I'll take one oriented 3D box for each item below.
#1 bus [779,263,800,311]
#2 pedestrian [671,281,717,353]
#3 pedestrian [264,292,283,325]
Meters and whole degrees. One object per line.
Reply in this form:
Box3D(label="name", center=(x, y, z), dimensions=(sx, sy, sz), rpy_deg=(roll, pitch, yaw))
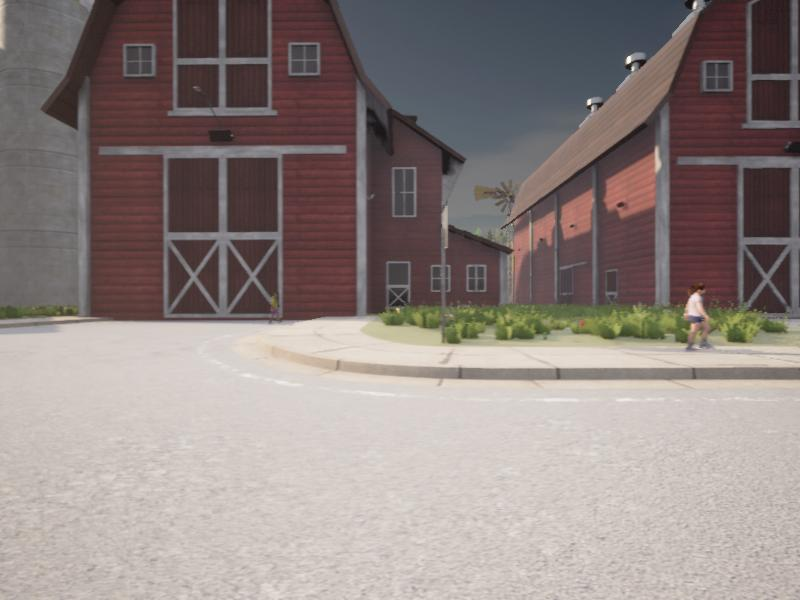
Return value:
Box3D(label="bus", center=(36.740, -1.204, 31.587), dimensions=(3.944, 4.253, 10.273), rpy_deg=(0, -1, 1))
Box3D(label="pedestrian", center=(4.690, 0.256, 6.410), dimensions=(0.500, 1.100, 0.500), rpy_deg=(0, 0, 24))
Box3D(label="pedestrian", center=(-4.369, 0.283, 13.839), dimensions=(0.500, 1.100, 0.500), rpy_deg=(0, 0, -2))
